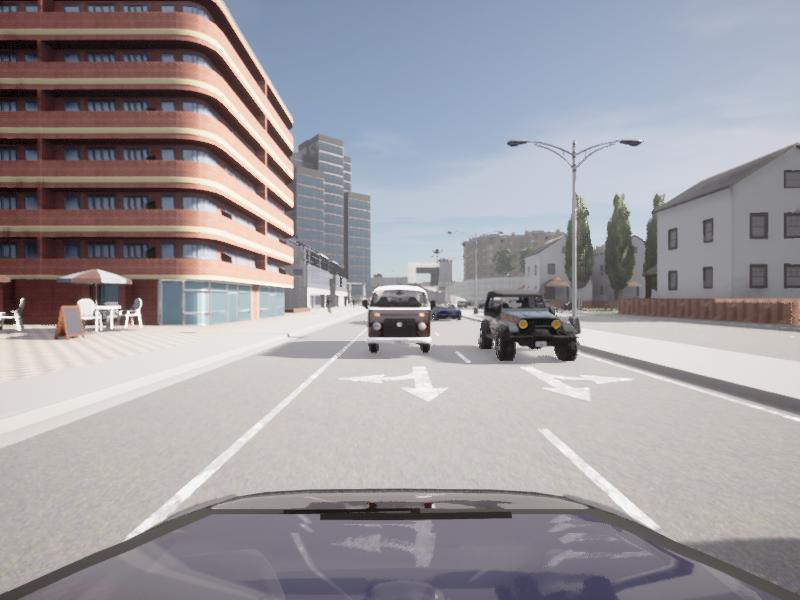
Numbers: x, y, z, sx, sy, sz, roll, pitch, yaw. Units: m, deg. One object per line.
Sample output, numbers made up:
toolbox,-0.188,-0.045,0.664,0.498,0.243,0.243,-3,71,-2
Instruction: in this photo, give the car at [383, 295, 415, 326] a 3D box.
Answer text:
car,-0.049,0.635,26.549,1.932,1.855,4.605,0,0,0

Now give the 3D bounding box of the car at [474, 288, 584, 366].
car,3.472,0.638,11.572,1.905,1.878,3.866,0,0,0

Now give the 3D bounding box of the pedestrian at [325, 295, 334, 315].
pedestrian,-6.852,0.460,38.728,0.751,1.860,0.751,0,0,-2

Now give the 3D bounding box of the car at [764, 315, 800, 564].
car,3.496,0.850,0.253,2.163,1.488,4.792,0,0,0

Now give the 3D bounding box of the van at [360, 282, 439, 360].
van,-0.038,0.566,12.777,2.069,2.038,4.480,0,0,-1

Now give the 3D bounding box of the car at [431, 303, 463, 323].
car,3.435,0.925,30.054,1.895,1.301,4.718,0,0,0

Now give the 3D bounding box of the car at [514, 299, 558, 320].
car,11.426,0.756,33.998,2.033,1.649,4.856,0,0,0
